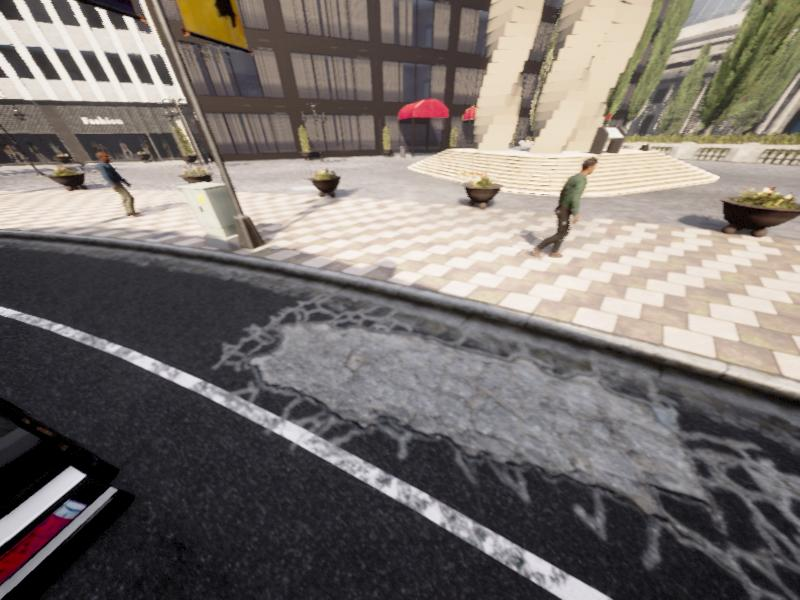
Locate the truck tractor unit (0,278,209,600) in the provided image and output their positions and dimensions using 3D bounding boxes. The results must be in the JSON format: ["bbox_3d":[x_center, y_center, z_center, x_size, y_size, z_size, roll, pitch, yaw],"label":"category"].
[{"bbox_3d":[-5.277,-0.085,0.503,6.516,4.208,3.053,11,37,16],"label":"truck tractor unit"}]

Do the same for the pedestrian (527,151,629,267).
[{"bbox_3d":[3.144,-1.673,4.340,0.751,1.860,0.751,9,37,14],"label":"pedestrian"}]

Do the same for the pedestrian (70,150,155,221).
[{"bbox_3d":[-8.884,-3.597,7.279,0.751,1.860,0.751,-18,39,-23],"label":"pedestrian"}]
